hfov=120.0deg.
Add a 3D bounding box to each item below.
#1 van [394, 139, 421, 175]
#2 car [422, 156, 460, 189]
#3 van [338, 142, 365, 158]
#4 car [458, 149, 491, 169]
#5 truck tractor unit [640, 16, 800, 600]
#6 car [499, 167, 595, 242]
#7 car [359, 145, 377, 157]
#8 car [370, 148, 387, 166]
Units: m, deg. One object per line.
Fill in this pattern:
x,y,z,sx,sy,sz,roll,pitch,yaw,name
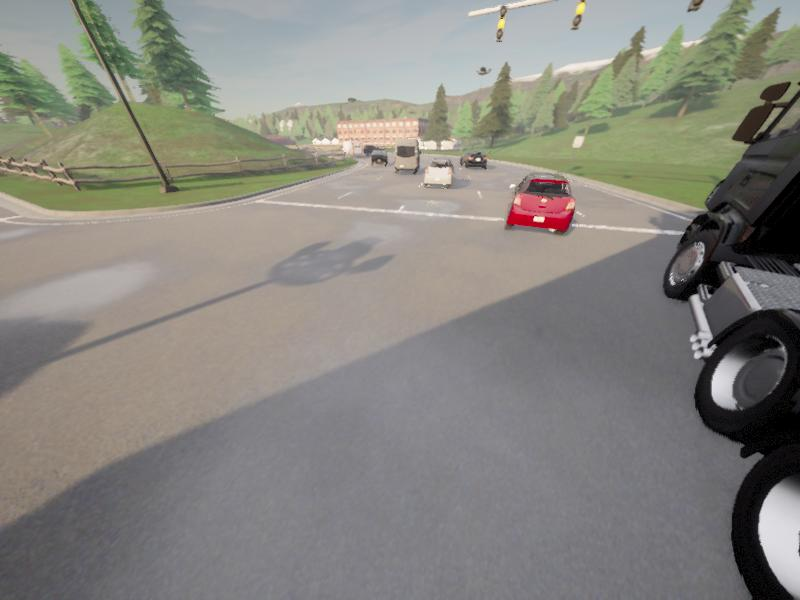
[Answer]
0.785,-13.599,21.782,1.988,2.561,5.915,4,35,4,van
2.699,-8.342,14.972,1.845,1.501,3.633,9,36,13,car
-9.461,-29.129,44.646,2.351,2.431,6.366,-21,39,-28,van
8.070,-15.579,25.443,2.242,1.667,4.611,1,34,1,car
4.655,-0.603,1.231,3.053,4.208,6.516,25,42,31,truck tractor unit
4.598,-3.411,7.745,1.845,1.501,3.633,14,37,18,car
-6.460,-29.842,46.163,1.905,1.878,3.866,-21,39,-28,car
-2.561,-17.886,28.862,1.930,1.638,5.238,-1,34,-3,car
